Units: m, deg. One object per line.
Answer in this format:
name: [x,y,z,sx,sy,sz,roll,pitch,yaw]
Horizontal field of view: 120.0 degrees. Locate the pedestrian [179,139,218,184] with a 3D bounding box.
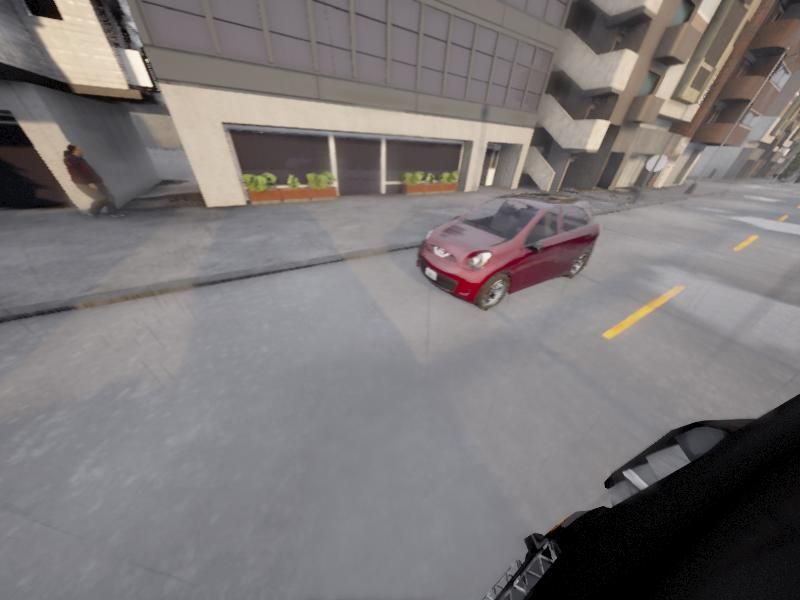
pedestrian: [-9.917,-6.843,11.457,0.751,1.860,0.751,-14,37,-23]

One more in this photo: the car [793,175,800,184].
car: [59.901,-17.866,33.498,4.553,1.767,2.097,-16,38,-26]

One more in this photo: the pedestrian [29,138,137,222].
pedestrian: [-8.137,-3.122,6.088,0.751,1.860,0.751,-13,37,-22]

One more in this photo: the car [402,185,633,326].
car: [2.099,-1.155,4.412,3.633,1.501,1.845,-16,38,-26]
